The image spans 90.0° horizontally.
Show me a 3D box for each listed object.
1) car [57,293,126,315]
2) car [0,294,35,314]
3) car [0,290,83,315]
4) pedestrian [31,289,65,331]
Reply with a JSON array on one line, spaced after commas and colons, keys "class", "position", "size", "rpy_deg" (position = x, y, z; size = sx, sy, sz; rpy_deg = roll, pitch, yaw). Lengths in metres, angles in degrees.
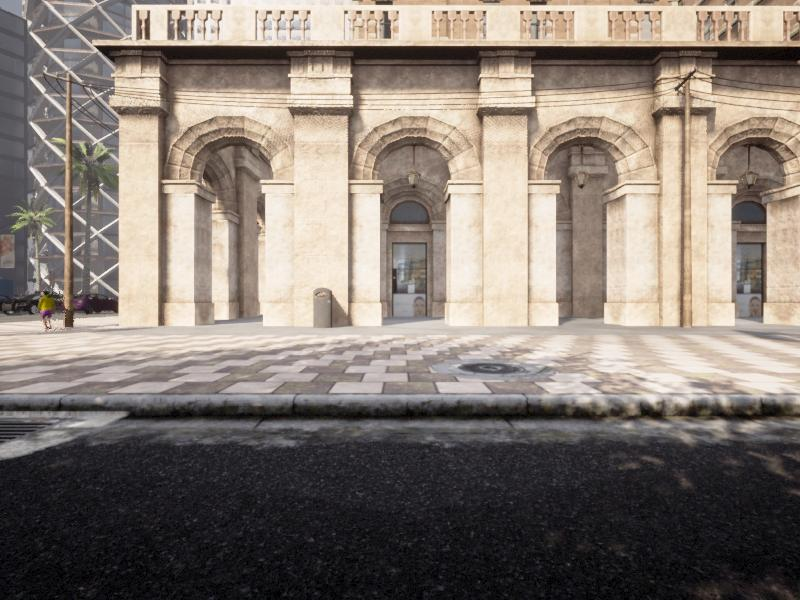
[{"class": "car", "position": [-22.326, 0.254, 29.207], "size": [1.816, 1.474, 4.193], "rpy_deg": [0, 0, 0]}, {"class": "car", "position": [-29.345, 0.294, 28.338], "size": [2.033, 1.411, 5.357], "rpy_deg": [0, 0, 0]}, {"class": "car", "position": [-25.842, 0.170, 28.809], "size": [1.930, 1.638, 5.238], "rpy_deg": [0, 0, 0]}, {"class": "pedestrian", "position": [-9.516, 0.265, 10.826], "size": [0.500, 1.100, 0.500], "rpy_deg": [0, 0, 19]}]
